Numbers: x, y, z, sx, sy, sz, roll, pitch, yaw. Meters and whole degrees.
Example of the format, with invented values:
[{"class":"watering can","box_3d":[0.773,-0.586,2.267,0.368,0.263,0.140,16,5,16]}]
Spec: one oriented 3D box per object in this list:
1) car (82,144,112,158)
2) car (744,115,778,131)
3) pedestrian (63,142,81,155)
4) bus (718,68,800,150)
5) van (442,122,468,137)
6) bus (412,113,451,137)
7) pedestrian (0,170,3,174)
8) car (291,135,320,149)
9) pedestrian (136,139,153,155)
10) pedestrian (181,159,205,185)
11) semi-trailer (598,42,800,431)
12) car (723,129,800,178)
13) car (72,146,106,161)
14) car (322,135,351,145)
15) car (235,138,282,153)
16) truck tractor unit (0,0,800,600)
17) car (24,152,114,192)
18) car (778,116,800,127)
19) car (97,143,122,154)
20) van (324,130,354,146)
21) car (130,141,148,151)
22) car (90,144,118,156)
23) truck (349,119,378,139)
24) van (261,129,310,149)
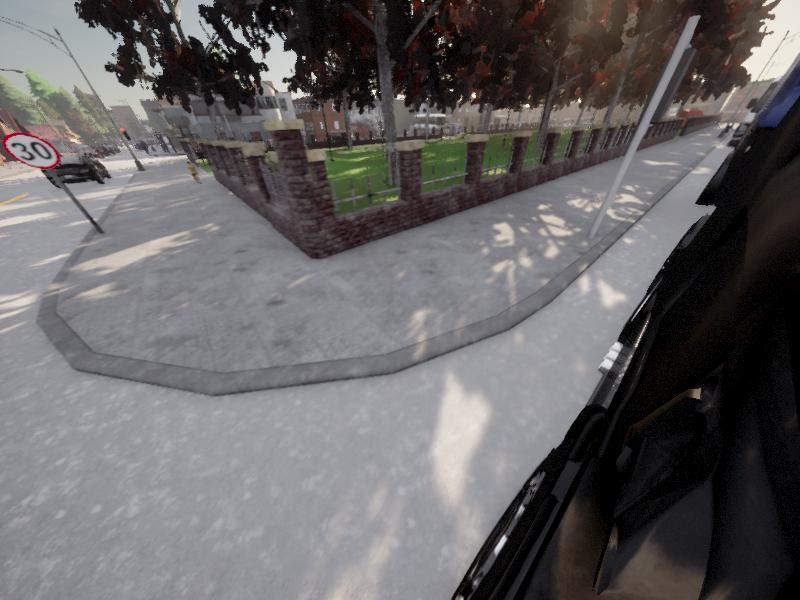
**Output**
[{"class":"car","box_3d":[-48.185,-23.845,36.817,1.851,1.617,3.988,-28,44,-30]},{"class":"car","box_3d":[51.983,-25.522,33.323,5.238,1.638,1.930,-28,44,-30]},{"class":"pedestrian","box_3d":[-57.186,-26.421,40.338,0.751,1.860,0.751,-17,39,-19]},{"class":"bus","box_3d":[29.406,-14.459,17.686,10.273,4.253,3.944,-28,44,-30]},{"class":"van","box_3d":[13.080,-40.175,54.423,6.366,2.431,2.351,-31,48,-31]},{"class":"bus","box_3d":[7.374,-42.699,56.375,3.944,4.253,10.273,-19,42,-23]},{"class":"pedestrian","box_3d":[-34.735,-11.494,19.160,0.751,1.860,0.751,-27,43,-29]},{"class":"car","box_3d":[-15.041,-25.207,36.811,3.633,1.501,1.845,-29,44,-31]},{"class":"pedestrian","box_3d":[-38.258,-22.906,34.598,0.751,1.860,0.751,-21,41,-23]},{"class":"pedestrian","box_3d":[-10.647,-6.593,11.889,0.500,1.100,0.500,-28,44,-30]},{"class":"semi-trailer","box_3d":[8.696,-3.598,4.241,14.254,4.402,2.717,-28,44,-30]},{"class":"car","box_3d":[17.434,-7.013,10.821,5.357,1.411,2.033,-28,44,-30]},{"class":"car","box_3d":[-43.633,-20.661,32.512,1.994,1.385,4.181,-28,44,-30]},{"class":"car","box_3d":[-11.729,-29.840,42.994,4.718,1.301,1.895,-26,43,-28]},{"class":"car","box_3d":[-20.472,-22.456,33.566,5.357,1.411,2.033,-27,43,-29]},{"class":"truck tractor unit","box_3d":[2.645,-0.295,0.351,6.516,4.208,3.053,-28,44,-30]},{"class":"car","box_3d":[-19.713,-7.968,14.088,1.882,1.535,5.008,-28,44,-30]},{"class":"car","box_3d":[71.920,-32.778,42.364,4.792,1.488,2.163,-28,44,-30]},{"class":"car","box_3d":[-56.560,-29.552,45.007,2.163,1.488,4.792,-28,44,-30]},{"class":"van","box_3d":[-10.403,-27.799,39.622,4.442,1.987,1.775,-29,45,-31]},{"class":"car","box_3d":[-57.824,-34.175,51.195,1.882,1.535,5.008,-28,44,-30]},{"class":"car","box_3d":[-52.402,-26.695,40.962,2.163,1.488,4.792,-28,44,-30]},{"class":"truck","box_3d":[-9.494,-44.100,59.770,2.891,3.827,8.468,-28,44,-30]},{"class":"van","box_3d":[-18.847,-26.796,38.397,6.366,2.431,2.351,-28,44,-30]}]
